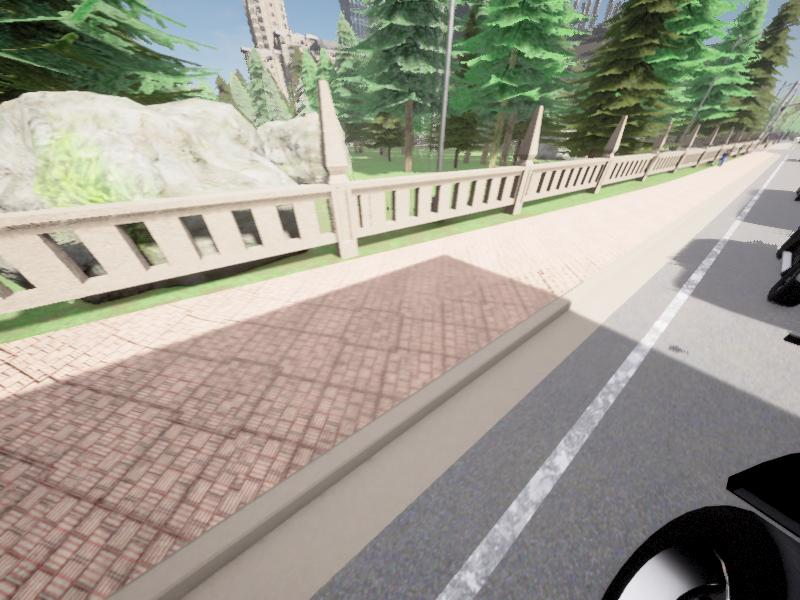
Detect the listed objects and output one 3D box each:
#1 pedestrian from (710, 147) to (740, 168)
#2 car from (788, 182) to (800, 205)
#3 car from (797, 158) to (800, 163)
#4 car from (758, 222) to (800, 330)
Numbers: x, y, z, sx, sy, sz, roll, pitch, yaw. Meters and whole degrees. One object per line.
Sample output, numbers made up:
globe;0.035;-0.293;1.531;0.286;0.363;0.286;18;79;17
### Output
pedestrian;25.221;-11.056;17.950;0.751;1.300;0.751;-23;41;-29
car;17.552;-4.664;9.054;3.633;1.501;1.845;-22;41;-28
car;41.757;-14.580;22.874;5.366;1.575;1.801;-22;41;-28
car;7.829;-0.823;3.385;4.605;1.855;1.932;-22;41;-28
